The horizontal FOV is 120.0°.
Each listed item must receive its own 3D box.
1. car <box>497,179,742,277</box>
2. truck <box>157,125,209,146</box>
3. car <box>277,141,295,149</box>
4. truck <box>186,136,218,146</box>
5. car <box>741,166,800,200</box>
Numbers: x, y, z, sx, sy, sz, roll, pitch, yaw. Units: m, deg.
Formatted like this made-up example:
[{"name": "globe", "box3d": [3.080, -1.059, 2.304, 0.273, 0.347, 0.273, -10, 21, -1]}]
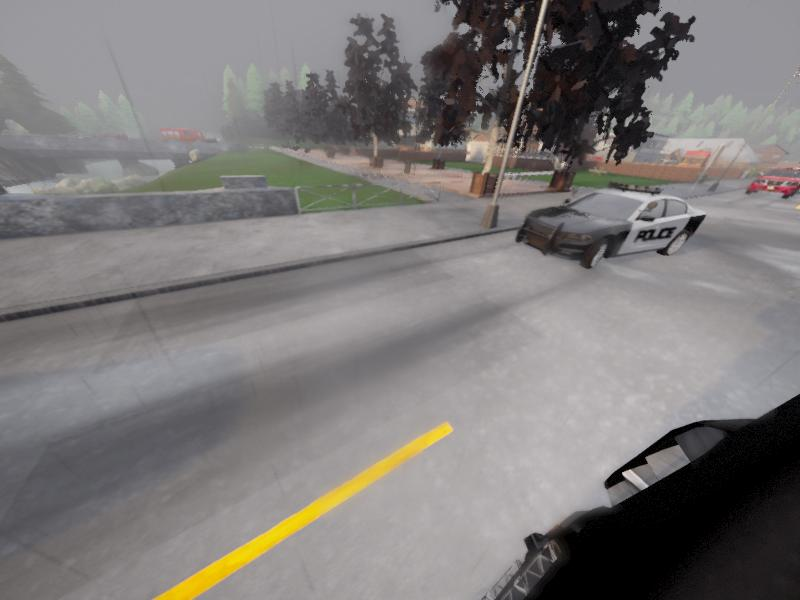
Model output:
[{"name": "car", "box3d": [5.514, -2.114, 6.023, 5.238, 1.638, 1.930, -10, 36, -18]}, {"name": "truck", "box3d": [-54.298, -41.330, 58.335, 8.468, 3.827, 2.891, -16, 38, -26]}, {"name": "car", "box3d": [-35.547, -48.471, 72.204, 4.605, 1.855, 1.932, -16, 38, -26]}, {"name": "truck", "box3d": [-53.769, -43.341, 62.947, 6.274, 2.098, 2.390, -16, 38, -26]}, {"name": "car", "box3d": [31.000, -9.632, 18.830, 5.566, 2.045, 2.150, -16, 38, -26]}]
